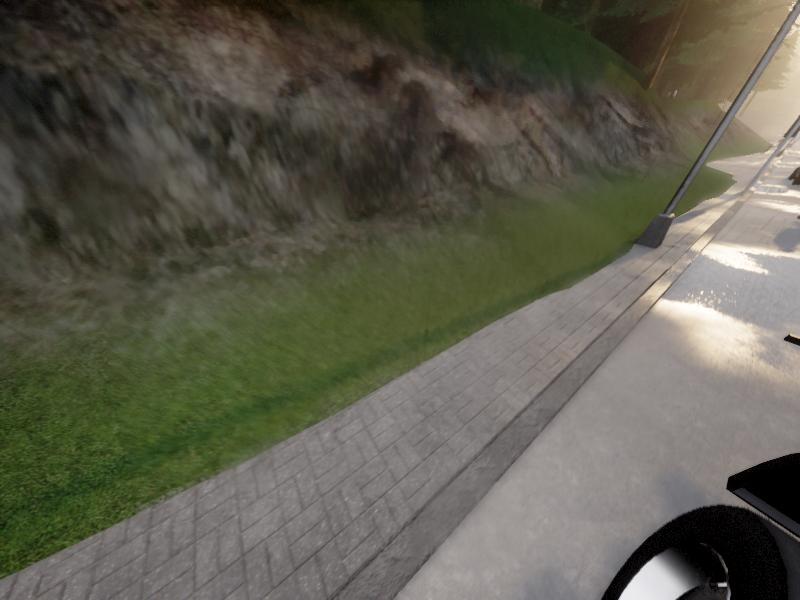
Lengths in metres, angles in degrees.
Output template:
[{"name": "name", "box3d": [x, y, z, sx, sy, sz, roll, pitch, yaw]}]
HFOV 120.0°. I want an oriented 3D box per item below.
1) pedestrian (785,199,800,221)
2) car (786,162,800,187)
[{"name": "pedestrian", "box3d": [13.091, -3.312, 6.833, 0.751, 1.860, 0.751, 21, 40, 27]}, {"name": "car", "box3d": [23.369, -7.080, 12.294, 4.611, 1.667, 2.242, -25, 42, -30]}]
